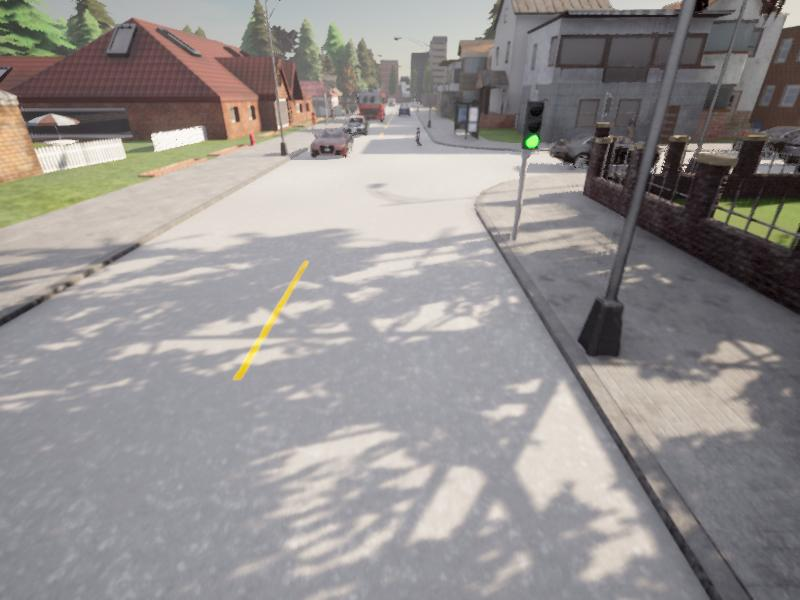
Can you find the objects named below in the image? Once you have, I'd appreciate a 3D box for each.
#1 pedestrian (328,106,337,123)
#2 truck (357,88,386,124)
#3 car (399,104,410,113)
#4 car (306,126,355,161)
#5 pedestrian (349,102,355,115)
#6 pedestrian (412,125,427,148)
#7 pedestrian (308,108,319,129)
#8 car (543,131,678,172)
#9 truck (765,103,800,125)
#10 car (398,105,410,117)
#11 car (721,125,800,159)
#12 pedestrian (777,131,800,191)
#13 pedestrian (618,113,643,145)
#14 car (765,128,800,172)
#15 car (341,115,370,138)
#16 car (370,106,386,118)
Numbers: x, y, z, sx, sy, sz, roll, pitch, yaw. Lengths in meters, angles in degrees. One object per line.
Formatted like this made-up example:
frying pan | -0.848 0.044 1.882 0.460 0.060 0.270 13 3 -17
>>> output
pedestrian | -7.845 -21.647 46.674 0.751 1.860 0.751 -10 29 -18
truck | -3.447 -24.897 51.138 2.891 3.827 8.468 0 27 1
car | 0.866 -37.854 78.958 2.007 1.525 4.514 0 27 1
car | -3.770 -8.868 22.507 1.994 1.385 4.181 0 27 1
pedestrian | -8.010 -32.089 67.079 0.751 1.860 0.751 2 27 4
pedestrian | 1.245 -10.560 25.815 0.751 1.300 0.751 9 28 17
pedestrian | -8.355 -17.584 38.736 0.751 1.860 0.751 1 27 1
car | 9.504 -6.910 18.474 4.902 1.511 2.128 0 27 0
truck | 45.843 -21.235 45.676 2.390 2.098 6.274 0 27 1
car | 0.718 -31.240 66.021 1.882 1.535 5.008 0 27 1
car | 21.059 -8.692 21.908 4.902 1.511 2.128 0 27 0
pedestrian | 13.817 -4.721 13.514 0.751 1.860 0.751 1 27 2
pedestrian | 14.797 -10.981 25.722 0.751 1.860 0.751 0 27 1
car | 20.139 -6.841 18.165 4.856 1.649 2.033 -1 27 -1
car | -3.649 -14.666 33.718 1.970 1.475 3.806 0 27 1
car | -3.336 -28.675 61.055 2.128 1.511 4.902 0 27 1
